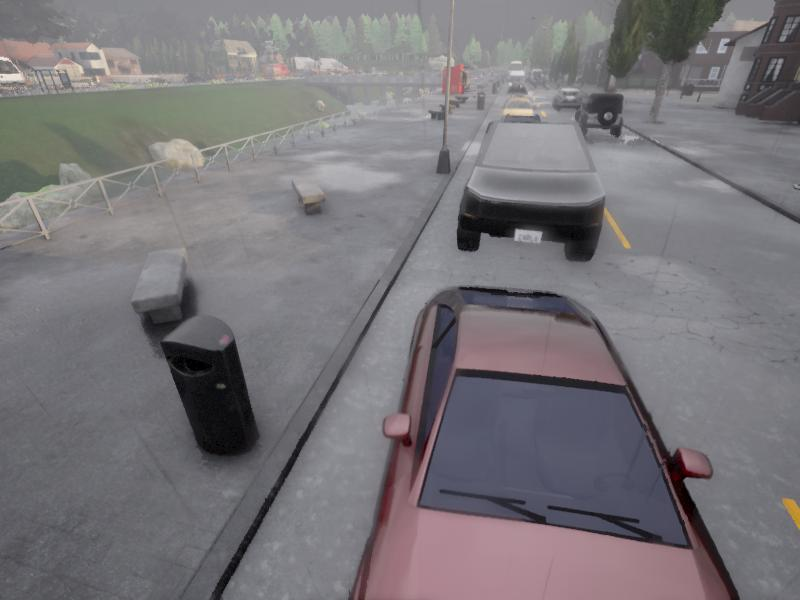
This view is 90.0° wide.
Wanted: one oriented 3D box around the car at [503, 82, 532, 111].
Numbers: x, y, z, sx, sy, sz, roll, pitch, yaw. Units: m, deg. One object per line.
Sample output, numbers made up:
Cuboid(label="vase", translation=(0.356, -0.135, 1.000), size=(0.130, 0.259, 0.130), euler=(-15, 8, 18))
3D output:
Cuboid(label="car", translation=(9.580, -16.725, 32.774), size=(1.932, 1.855, 4.605), euler=(7, 31, 12))

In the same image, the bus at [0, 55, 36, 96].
Cuboid(label="bus", translation=(-50.006, -26.107, 46.551), size=(3.944, 4.253, 10.273), euler=(7, 31, 12))

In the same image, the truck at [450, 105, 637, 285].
Cuboid(label="truck", translation=(2.773, -2.830, 8.779), size=(2.390, 2.098, 6.274), euler=(7, 31, 12))

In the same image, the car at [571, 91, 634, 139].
Cuboid(label="car", translation=(10.230, -9.601, 20.568), size=(1.905, 1.878, 3.866), euler=(7, 31, 12))

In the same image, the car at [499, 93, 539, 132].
Cuboid(label="car", translation=(6.849, -10.980, 23.242), size=(1.801, 1.575, 5.366), euler=(7, 31, 12))

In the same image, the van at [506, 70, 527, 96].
Cuboid(label="van", translation=(14.396, -26.936, 49.555), size=(1.988, 2.561, 5.915), euler=(7, 31, 12))

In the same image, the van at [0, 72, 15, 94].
Cuboid(label="van", translation=(-53.101, -27.166, 50.176), size=(2.351, 2.431, 6.366), euler=(7, 31, 12))

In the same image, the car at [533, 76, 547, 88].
Cuboid(label="car", translation=(23.242, -36.205, 66.419), size=(1.789, 1.549, 3.705), euler=(7, 31, 12))

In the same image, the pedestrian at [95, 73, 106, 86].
Cuboid(label="pedestrian", translation=(-52.678, -38.749, 70.313), size=(0.751, 1.860, 0.751), euler=(7, 31, 12))

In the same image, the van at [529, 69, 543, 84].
Cuboid(label="van", translation=(27.534, -45.456, 81.248), size=(1.988, 2.561, 5.915), euler=(7, 31, 12))

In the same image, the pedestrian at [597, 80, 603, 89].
Cuboid(label="pedestrian", translation=(30.197, -32.526, 60.351), size=(0.500, 1.100, 0.500), euler=(3, 30, 5))

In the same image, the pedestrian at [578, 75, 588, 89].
Cuboid(label="pedestrian", translation=(26.751, -31.889, 58.484), size=(0.751, 1.860, 0.751), euler=(5, 31, 9))

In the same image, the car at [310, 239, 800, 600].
Cuboid(label="car", translation=(0.899, 1.012, 2.956), size=(1.994, 1.385, 4.181), euler=(5, 30, 8))

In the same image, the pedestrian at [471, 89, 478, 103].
Cuboid(label="pedestrian", translation=(6.881, -18.859, 36.950), size=(0.500, 1.100, 0.500), euler=(2, 30, 3))

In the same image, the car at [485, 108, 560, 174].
Cuboid(label="car", translation=(4.507, -6.140, 15.023), size=(2.128, 1.511, 4.902), euler=(7, 31, 12))

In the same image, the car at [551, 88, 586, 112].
Cuboid(label="car", translation=(13.561, -16.265, 32.384), size=(1.970, 1.475, 3.806), euler=(7, 31, 12))

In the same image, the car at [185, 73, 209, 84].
Cuboid(label="car", translation=(-40.521, -44.282, 80.018), size=(1.905, 1.878, 3.866), euler=(7, 31, 12))
